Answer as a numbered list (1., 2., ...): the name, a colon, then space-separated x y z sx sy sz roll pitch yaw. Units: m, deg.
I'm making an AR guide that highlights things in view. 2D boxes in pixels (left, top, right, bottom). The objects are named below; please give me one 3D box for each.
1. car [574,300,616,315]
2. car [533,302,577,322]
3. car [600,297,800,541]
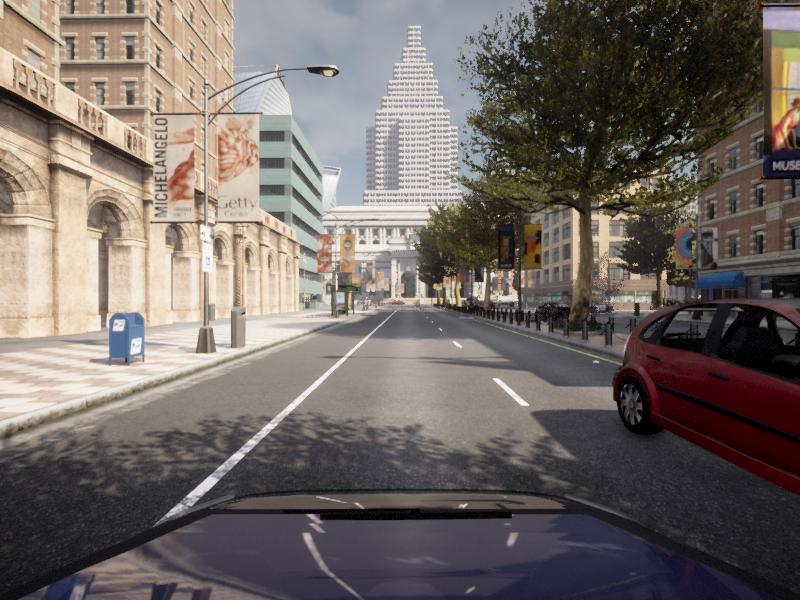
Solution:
1. car: 22.559 0.826 46.252 4.974 1.542 2.038 0 1 -32
2. car: 12.149 0.870 31.693 1.812 1.442 4.674 0 0 1
3. car: 3.587 0.788 3.390 1.851 1.617 3.988 0 0 1
